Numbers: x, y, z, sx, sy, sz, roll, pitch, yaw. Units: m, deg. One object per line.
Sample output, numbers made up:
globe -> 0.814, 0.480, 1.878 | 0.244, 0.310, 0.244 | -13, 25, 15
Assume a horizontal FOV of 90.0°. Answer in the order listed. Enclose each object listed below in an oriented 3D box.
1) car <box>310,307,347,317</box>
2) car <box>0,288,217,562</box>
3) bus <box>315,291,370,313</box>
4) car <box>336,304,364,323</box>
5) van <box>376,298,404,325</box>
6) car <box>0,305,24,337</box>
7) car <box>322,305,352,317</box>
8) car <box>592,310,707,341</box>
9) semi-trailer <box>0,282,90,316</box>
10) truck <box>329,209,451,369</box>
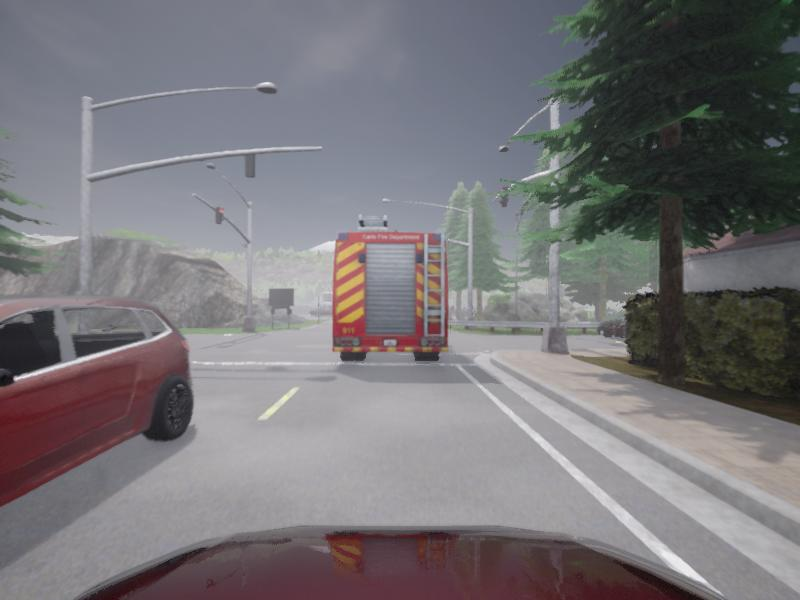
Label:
car -> -9.725, 1.668, 54.531 | 4.718, 1.301, 1.895 | 0, -1, -1
car -> -3.607, 0.796, 3.143 | 2.242, 1.667, 4.611 | -2, 1, -1
bus -> -11.185, 0.446, 78.900 | 10.273, 4.253, 3.944 | 0, -1, -1
car -> -4.401, 1.187, 35.969 | 2.038, 1.542, 4.974 | 0, -1, -1
van -> -0.814, 0.911, 32.692 | 2.069, 2.038, 4.480 | 0, 0, -1
car -> -22.871, 1.068, 20.696 | 4.856, 1.649, 2.033 | 0, -1, -1
car -> -9.122, 1.553, 58.043 | 3.988, 1.617, 1.851 | 0, -1, -1
car -> 13.149, 1.328, 21.316 | 4.792, 1.488, 2.163 | 0, -1, -1
semi-trailer -> -49.693, -0.106, 53.375 | 14.254, 4.402, 2.717 | 0, -1, -1
truck -> -0.335, -0.138, 13.801 | 2.891, 3.827, 8.468 | 0, -2, -1
